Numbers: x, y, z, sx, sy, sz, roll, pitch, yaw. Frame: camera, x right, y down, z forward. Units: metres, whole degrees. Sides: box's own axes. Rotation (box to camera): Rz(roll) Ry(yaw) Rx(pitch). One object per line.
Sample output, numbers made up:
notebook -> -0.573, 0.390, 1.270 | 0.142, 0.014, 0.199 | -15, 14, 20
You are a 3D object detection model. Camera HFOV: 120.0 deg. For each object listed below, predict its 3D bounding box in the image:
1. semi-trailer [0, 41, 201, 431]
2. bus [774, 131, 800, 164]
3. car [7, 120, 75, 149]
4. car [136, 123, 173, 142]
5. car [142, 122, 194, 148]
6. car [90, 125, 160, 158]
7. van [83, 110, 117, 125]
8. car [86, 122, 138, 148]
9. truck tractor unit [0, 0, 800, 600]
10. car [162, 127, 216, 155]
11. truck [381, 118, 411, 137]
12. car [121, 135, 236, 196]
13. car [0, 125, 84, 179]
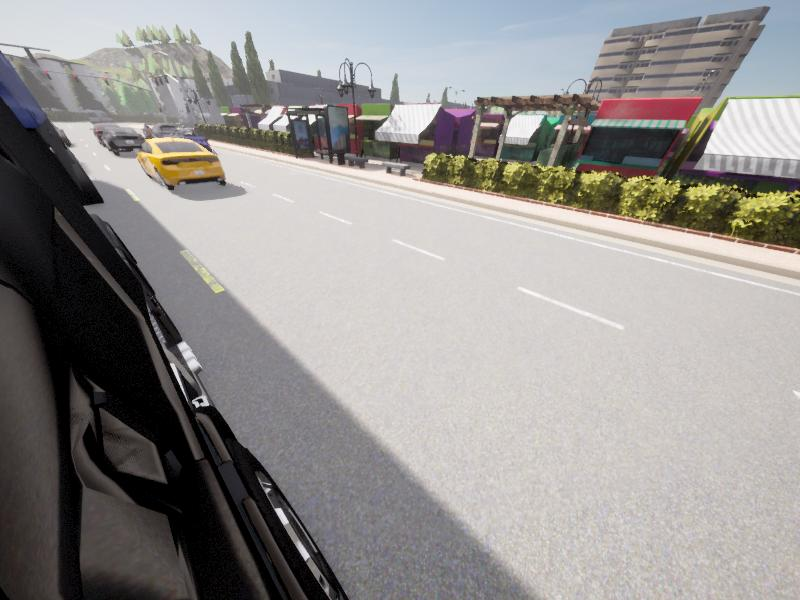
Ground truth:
semi-trailer -> -8.681, -3.619, 4.240 | 14.254, 4.402, 2.717 | 28, 44, 30
bus -> 63.209, -22.909, 34.604 | 3.944, 4.253, 10.273 | 28, 44, 30
car -> -26.925, -12.576, 17.498 | 4.792, 1.488, 2.163 | 29, 44, 31
car -> -25.603, -17.495, 24.111 | 3.633, 1.501, 1.845 | 31, 45, 33
car -> -21.115, -14.992, 20.971 | 4.856, 1.649, 2.033 | 29, 44, 30
car -> -18.828, -10.913, 15.791 | 4.792, 1.488, 2.163 | 29, 44, 30
van -> -71.003, -43.322, 54.848 | 1.988, 2.561, 5.915 | -11, 39, -18
car -> -24.004, -13.768, 19.228 | 5.008, 1.535, 1.882 | 29, 44, 30
truck tractor unit -> -2.645, -0.295, 0.351 | 6.516, 4.208, 3.053 | 28, 44, 30
car -> -16.179, -12.221, 17.710 | 4.193, 1.474, 1.816 | 29, 44, 31
truck -> -1.092, -46.414, 62.376 | 2.891, 3.827, 8.468 | 30, 44, 31
car -> -8.892, -5.559, 9.223 | 5.008, 1.535, 1.882 | 27, 43, 30
car -> -16.222, -6.736, 10.304 | 5.366, 1.575, 1.801 | 28, 44, 31
